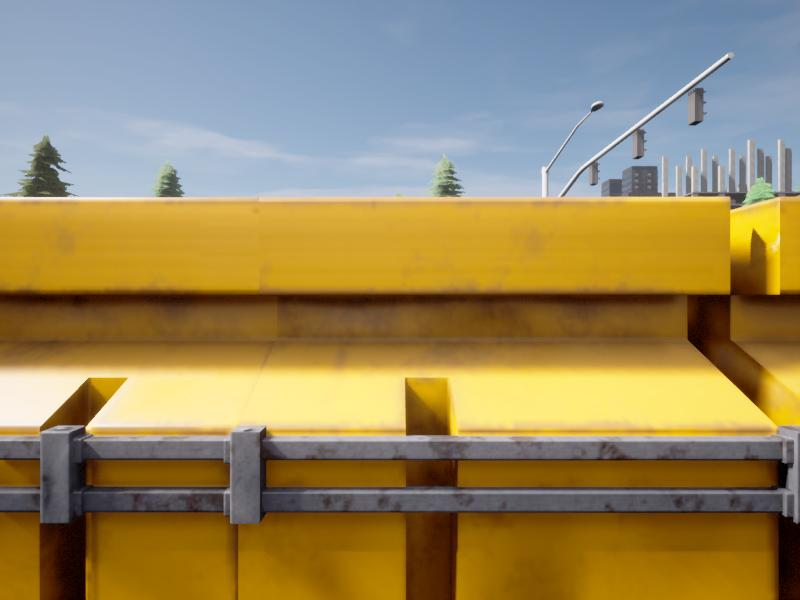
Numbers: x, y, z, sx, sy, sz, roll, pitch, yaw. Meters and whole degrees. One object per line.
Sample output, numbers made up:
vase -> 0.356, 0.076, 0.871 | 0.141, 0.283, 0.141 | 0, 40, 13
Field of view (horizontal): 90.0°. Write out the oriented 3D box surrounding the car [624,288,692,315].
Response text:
car -> 18.474, 0.091, 28.975 | 2.097, 1.767, 4.553 | 0, 0, 2

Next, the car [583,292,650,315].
car -> 14.937, 0.233, 27.992 | 2.128, 1.511, 4.902 | 0, 0, 2

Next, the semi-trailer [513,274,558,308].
semi-trailer -> 19.739, -1.223, 59.432 | 2.717, 4.402, 14.254 | 0, 0, 3

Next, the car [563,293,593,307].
car -> 26.431, -0.037, 59.623 | 2.150, 2.045, 5.566 | 0, 0, 2

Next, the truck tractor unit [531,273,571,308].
truck tractor unit -> 19.284, -1.126, 51.533 | 3.053, 4.208, 6.516 | 0, 0, 3
